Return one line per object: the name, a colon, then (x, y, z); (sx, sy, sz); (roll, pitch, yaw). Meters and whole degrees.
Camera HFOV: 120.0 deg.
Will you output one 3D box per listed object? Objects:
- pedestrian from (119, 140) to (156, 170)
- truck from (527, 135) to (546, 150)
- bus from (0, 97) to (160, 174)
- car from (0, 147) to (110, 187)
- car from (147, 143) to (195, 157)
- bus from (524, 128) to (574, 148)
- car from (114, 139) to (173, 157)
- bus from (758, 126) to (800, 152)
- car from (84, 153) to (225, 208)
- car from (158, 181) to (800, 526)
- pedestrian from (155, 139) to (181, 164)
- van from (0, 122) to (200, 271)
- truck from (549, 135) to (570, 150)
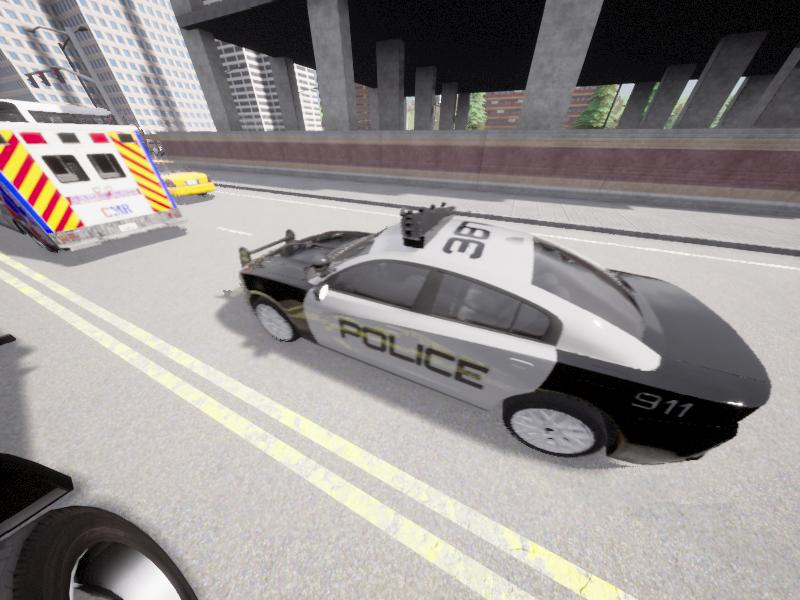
pedestrian: (-18.982, -10.516, 16.768); (0.751, 1.860, 0.751); (-2, 35, -3)
truck: (29.435, -34.063, 49.949); (2.615, 2.467, 5.204); (15, 38, 20)
bus: (-27.700, -14.095, 20.029); (3.944, 4.253, 10.273); (-7, 36, -8)
car: (-20.233, -7.926, 13.561); (4.611, 1.667, 2.242); (15, 38, 20)
car: (-30.651, -20.197, 31.053); (1.970, 1.475, 3.806); (15, 38, 20)
bus: (39.977, -43.836, 62.589); (10.273, 4.253, 3.944); (15, 38, 20)
car: (-34.365, -20.524, 31.145); (1.932, 1.855, 4.605); (17, 38, 22)
bus: (82.657, -32.248, 46.438); (10.273, 4.253, 3.944); (15, 38, 20)
car: (-10.491, -5.272, 9.941); (5.366, 1.575, 1.801); (15, 38, 20)
car: (0.184, -0.207, 2.777); (5.238, 1.638, 1.930); (15, 38, 20)
pedestrian: (-21.023, -13.507, 20.995); (0.751, 1.860, 0.751); (16, 38, 21)
van: (-8.979, -2.991, 5.982); (6.366, 2.431, 2.351); (15, 38, 20)
truck: (33.345, -33.006, 48.475); (2.615, 2.467, 5.204); (15, 38, 20)
